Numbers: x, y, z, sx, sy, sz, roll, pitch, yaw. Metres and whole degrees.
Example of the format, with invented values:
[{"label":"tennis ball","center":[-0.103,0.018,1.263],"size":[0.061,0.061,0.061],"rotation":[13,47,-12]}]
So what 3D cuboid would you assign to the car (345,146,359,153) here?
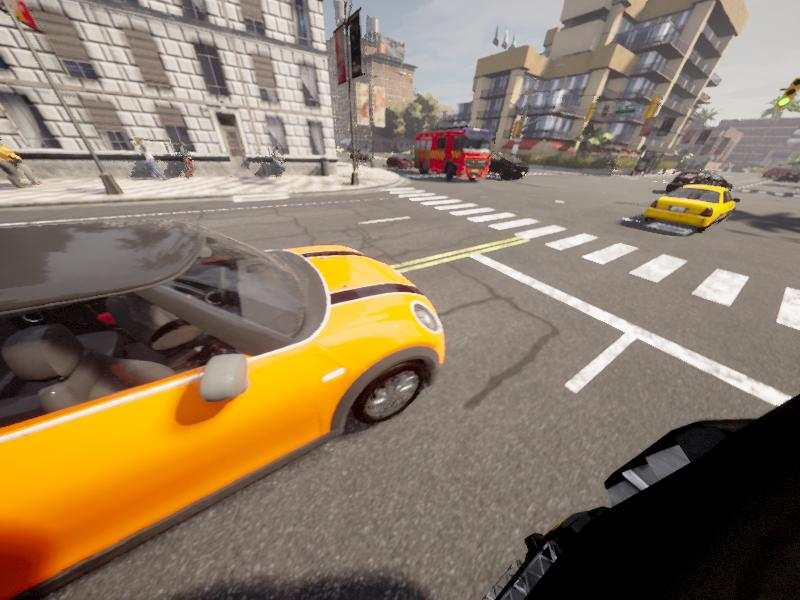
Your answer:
[{"label":"car","center":[-14.544,-45.566,69.906],"size":[2.152,1.651,5.027],"rotation":[-18,39,-28]}]

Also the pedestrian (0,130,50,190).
[{"label":"pedestrian","center":[-14.505,-5.185,8.603],"size":[0.751,1.860,0.751],"rotation":[-20,40,-31]}]

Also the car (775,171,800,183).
[{"label":"car","center":[68.459,-21.601,40.434],"size":[4.611,1.667,2.242],"rotation":[-18,39,-29]}]

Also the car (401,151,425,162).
[{"label":"car","center":[2.321,-26.704,42.957],"size":[2.007,1.525,4.514],"rotation":[-18,39,-28]}]

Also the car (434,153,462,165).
[{"label":"car","center":[8.339,-24.860,40.692],"size":[1.837,1.490,4.892],"rotation":[-18,39,-28]}]

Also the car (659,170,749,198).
[{"label":"car","center":[23.418,-9.004,17.933],"size":[3.988,1.617,1.851],"rotation":[0,34,-4]}]

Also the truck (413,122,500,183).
[{"label":"truck","center":[4.343,-13.200,20.716],"size":[2.891,3.827,8.468],"rotation":[-11,36,-20]}]

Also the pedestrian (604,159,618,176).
[{"label":"pedestrian","center":[28.332,-17.811,31.032],"size":[0.751,1.860,0.751],"rotation":[27,40,31]}]

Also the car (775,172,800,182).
[{"label":"car","center":[75.117,-23.928,44.724],"size":[4.181,1.385,1.994],"rotation":[-23,42,-34]}]

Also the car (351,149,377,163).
[{"label":"car","center":[-5.544,-21.993,35.256],"size":[1.837,1.490,4.892],"rotation":[-18,40,-28]}]

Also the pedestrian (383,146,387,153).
[{"label":"pedestrian","center":[-5.038,-50.330,77.302],"size":[0.751,1.860,0.751],"rotation":[-17,39,-28]}]

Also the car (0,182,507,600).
[{"label":"car","center":[-1.765,0.271,1.792],"size":[4.553,1.767,2.097],"rotation":[-17,39,-28]}]

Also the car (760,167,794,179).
[{"label":"car","center":[82.452,-27.834,50.603],"size":[2.150,2.045,5.566],"rotation":[28,41,33]}]

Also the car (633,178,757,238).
[{"label":"car","center":[12.179,-3.976,9.493],"size":[5.366,1.575,1.801],"rotation":[-17,39,-28]}]

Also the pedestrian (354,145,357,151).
[{"label":"pedestrian","center":[-15.923,-55.023,83.496],"size":[0.751,1.860,0.751],"rotation":[-17,39,-27]}]

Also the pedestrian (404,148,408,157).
[{"label":"pedestrian","center":[1.621,-39.156,61.294],"size":[0.751,1.860,0.751],"rotation":[-18,39,-28]}]

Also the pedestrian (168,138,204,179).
[{"label":"pedestrian","center":[-11.538,-7.645,12.544],"size":[0.751,1.860,0.751],"rotation":[-16,38,-27]}]

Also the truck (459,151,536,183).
[{"label":"truck","center":[9.088,-13.011,22.370],"size":[2.390,2.098,6.274],"rotation":[-22,41,-32]}]

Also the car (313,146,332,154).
[{"label":"car","center":[-18.173,-35.293,54.288],"size":[3.806,1.475,1.970],"rotation":[3,34,0]}]

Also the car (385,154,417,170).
[{"label":"car","center":[0.023,-16.918,28.187],"size":[1.994,1.385,4.181],"rotation":[-16,38,-26]}]

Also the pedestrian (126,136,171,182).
[{"label":"pedestrian","center":[-12.275,-6.895,11.356],"size":[0.751,1.860,0.751],"rotation":[-18,39,-29]}]

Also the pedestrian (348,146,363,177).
[{"label":"pedestrian","center":[-3.224,-10.042,16.816],"size":[0.751,1.860,0.751],"rotation":[-17,39,-28]}]

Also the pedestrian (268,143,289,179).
[{"label":"pedestrian","center":[-7.507,-8.610,14.318],"size":[0.751,1.860,0.751],"rotation":[-13,37,-22]}]
